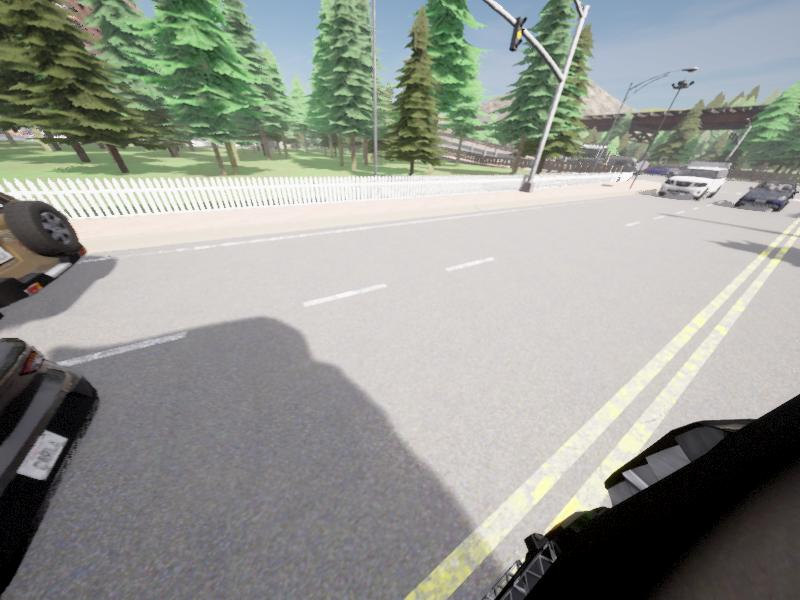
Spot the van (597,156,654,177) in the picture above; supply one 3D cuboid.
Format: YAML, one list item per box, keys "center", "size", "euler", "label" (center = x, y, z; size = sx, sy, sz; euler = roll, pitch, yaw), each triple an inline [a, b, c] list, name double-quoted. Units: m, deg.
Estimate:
- center: [37.035, -22.145, 38.223]
  size: [1.988, 2.561, 5.915]
  euler: [-17, 39, -28]
  label: "van"

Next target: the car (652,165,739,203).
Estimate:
- center: [21.370, -8.476, 16.715]
  size: [5.566, 2.045, 2.150]
  euler: [-16, 38, -26]
  label: "car"

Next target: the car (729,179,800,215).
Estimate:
- center: [22.174, -6.267, 13.882]
  size: [3.705, 1.549, 1.789]
  euler: [-16, 38, -26]
  label: "car"

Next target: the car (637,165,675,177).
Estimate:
- center: [46.747, -23.668, 42.302]
  size: [1.816, 1.474, 4.193]
  euler: [-17, 39, -28]
  label: "car"

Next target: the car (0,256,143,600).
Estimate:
- center: [-3.941, 1.287, 0.385]
  size: [4.193, 1.474, 1.816]
  euler: [-16, 38, -26]
  label: "car"

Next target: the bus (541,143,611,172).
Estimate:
- center: [36.763, -30.325, 48.857]
  size: [3.944, 4.253, 10.273]
  euler: [-17, 40, -28]
  label: "bus"

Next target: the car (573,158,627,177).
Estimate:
- center: [30.689, -20.486, 35.652]
  size: [2.150, 2.045, 5.566]
  euler: [-17, 39, -28]
  label: "car"

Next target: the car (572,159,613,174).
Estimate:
- center: [32.356, -22.510, 38.994]
  size: [1.932, 1.855, 4.605]
  euler: [-17, 39, -28]
  label: "car"

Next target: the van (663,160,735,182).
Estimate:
- center: [46.807, -20.354, 36.432]
  size: [2.351, 2.431, 6.366]
  euler: [-17, 39, -28]
  label: "van"

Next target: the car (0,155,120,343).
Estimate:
- center: [-6.789, -0.299, 2.187]
  size: [4.605, 1.855, 1.932]
  euler: [-16, 38, -27]
  label: "car"
